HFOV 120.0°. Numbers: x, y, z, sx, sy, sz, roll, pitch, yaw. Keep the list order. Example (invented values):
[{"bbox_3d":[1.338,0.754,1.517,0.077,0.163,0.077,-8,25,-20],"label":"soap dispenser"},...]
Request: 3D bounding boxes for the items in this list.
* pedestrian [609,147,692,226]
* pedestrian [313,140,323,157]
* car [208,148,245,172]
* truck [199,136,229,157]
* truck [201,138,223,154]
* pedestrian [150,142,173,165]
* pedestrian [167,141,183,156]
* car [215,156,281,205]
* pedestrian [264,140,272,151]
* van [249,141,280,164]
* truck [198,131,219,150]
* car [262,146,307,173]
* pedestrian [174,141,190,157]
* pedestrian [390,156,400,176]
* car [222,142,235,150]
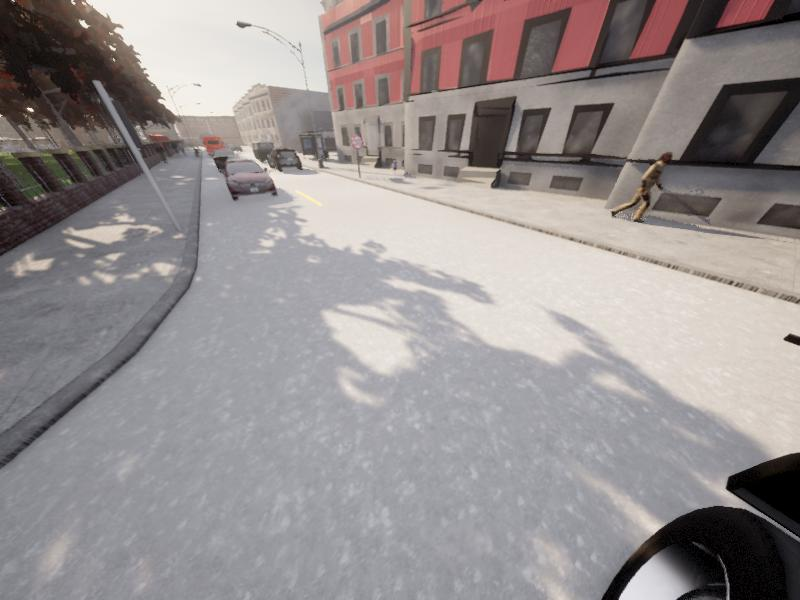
[{"bbox_3d":[6.997,-3.199,6.555,0.751,1.860,0.751,-21,40,-27],"label":"pedestrian"},{"bbox_3d":[-11.496,-21.248,32.380,0.751,1.860,0.751,24,42,31],"label":"pedestrian"},{"bbox_3d":[-15.171,-12.288,20.118,1.882,1.535,5.008,-22,40,-28],"label":"car"},{"bbox_3d":[-27.933,-23.159,34.838,2.627,2.467,5.204,-21,40,-27],"label":"truck"},{"bbox_3d":[-38.471,-31.524,47.147,2.627,2.467,5.204,-22,41,-28],"label":"truck"},{"bbox_3d":[-23.041,-14.152,22.317,0.751,1.860,0.751,-20,40,-25],"label":"pedestrian"},{"bbox_3d":[-32.143,-21.657,33.031,0.751,1.860,0.751,-17,38,-22],"label":"pedestrian"},{"bbox_3d":[-7.412,-5.909,11.092,1.812,1.442,4.674,-22,41,-28],"label":"car"},{"bbox_3d":[-25.746,-30.102,44.960,0.751,1.860,0.751,-22,41,-28],"label":"pedestrian"},{"bbox_3d":[-14.958,-16.307,25.427,1.775,1.987,4.442,-22,41,-28],"label":"van"},{"bbox_3d":[-51.118,-42.420,61.499,2.891,3.827,8.468,-22,41,-28],"label":"truck"},{"bbox_3d":[-9.902,-12.011,19.608,2.033,1.649,4.856,-22,41,-28],"label":"car"},{"bbox_3d":[-30.595,-21.229,32.412,0.751,1.860,0.751,22,41,29],"label":"pedestrian"},{"bbox_3d":[-0.325,-8.891,15.344,0.500,1.100,0.500,-14,38,-19],"label":"pedestrian"},{"bbox_3d":[-45.692,-41.096,61.494,2.033,1.649,4.856,-22,41,-28],"label":"car"}]
